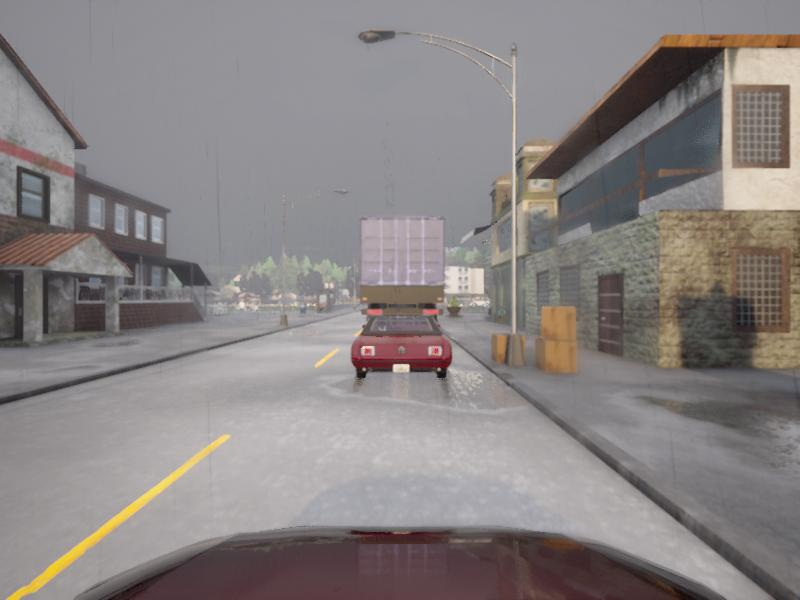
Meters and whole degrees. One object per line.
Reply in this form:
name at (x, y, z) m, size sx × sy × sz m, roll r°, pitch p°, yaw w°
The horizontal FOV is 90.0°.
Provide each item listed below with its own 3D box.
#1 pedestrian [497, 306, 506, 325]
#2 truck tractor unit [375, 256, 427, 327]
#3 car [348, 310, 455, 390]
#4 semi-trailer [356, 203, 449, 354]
pedestrian at (6.059, 0.916, 23.897) m, size 0.500 × 1.100 × 0.500 m, roll 0°, pitch 0°, yaw 5°
truck tractor unit at (0.083, -0.518, 26.759) m, size 3.053 × 4.208 × 6.516 m, roll 0°, pitch 0°, yaw 0°
car at (0.029, 0.950, 9.474) m, size 1.895 × 1.301 × 4.718 m, roll 0°, pitch 0°, yaw 0°
semi-trailer at (0.075, -0.616, 18.848) m, size 2.717 × 4.402 × 14.254 m, roll 0°, pitch 0°, yaw 0°
